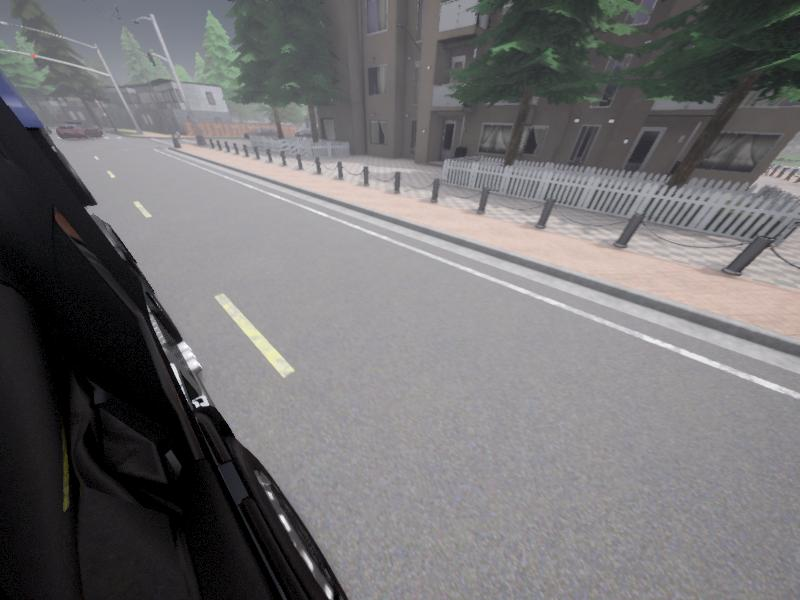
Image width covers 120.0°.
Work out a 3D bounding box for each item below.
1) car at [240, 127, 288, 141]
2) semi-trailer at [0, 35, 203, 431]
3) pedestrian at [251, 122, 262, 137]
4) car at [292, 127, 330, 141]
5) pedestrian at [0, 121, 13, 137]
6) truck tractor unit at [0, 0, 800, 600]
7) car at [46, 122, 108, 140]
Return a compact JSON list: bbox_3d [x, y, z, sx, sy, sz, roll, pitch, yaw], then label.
[{"bbox_3d":[-18.956,-23.301,32.496,2.033,1.411,5.357,30,45,32],"label":"car"},{"bbox_3d":[-8.765,-3.554,4.167,14.254,4.402,2.717,27,43,29],"label":"semi-trailer"},{"bbox_3d":[-22.622,-26.855,36.347,0.751,1.860,0.751,31,45,32],"label":"pedestrian"},{"bbox_3d":[-14.043,-26.454,36.830,2.152,1.651,5.027,30,45,32],"label":"car"},{"bbox_3d":[-37.995,-16.395,21.618,0.751,1.860,0.751,5,37,4],"label":"pedestrian"},{"bbox_3d":[-2.645,-0.295,0.352,6.516,4.208,3.053,28,44,30],"label":"truck tractor unit"},{"bbox_3d":[-32.864,-17.389,23.729,1.994,1.385,4.181,-13,40,-21],"label":"car"}]
